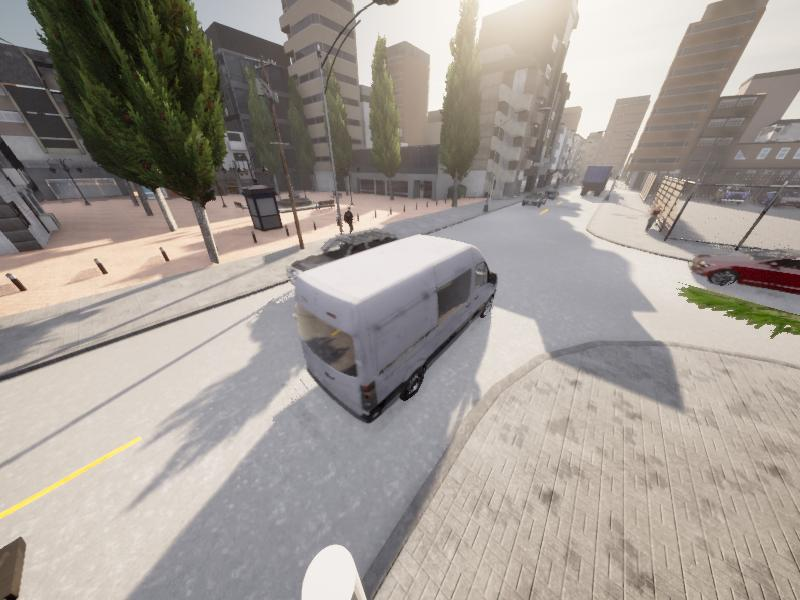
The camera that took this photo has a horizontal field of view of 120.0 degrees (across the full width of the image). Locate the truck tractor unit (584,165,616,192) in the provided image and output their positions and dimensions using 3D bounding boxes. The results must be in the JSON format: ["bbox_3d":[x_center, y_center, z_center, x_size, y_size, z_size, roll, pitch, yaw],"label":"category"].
[{"bbox_3d":[38.274,-23.305,44.146,3.053,4.208,6.516,23,37,34],"label":"truck tractor unit"}]

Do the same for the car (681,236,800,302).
[{"bbox_3d":[13.825,-1.072,8.388,4.193,1.474,1.816,23,37,34],"label":"car"}]

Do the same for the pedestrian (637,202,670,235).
[{"bbox_3d":[16.519,-5.329,15.102,0.751,1.860,0.751,22,37,33],"label":"pedestrian"}]

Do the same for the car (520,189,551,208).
[{"bbox_3d":[16.042,-12.014,27.288,2.007,1.525,4.514,23,37,34],"label":"car"}]

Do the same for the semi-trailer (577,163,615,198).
[{"bbox_3d":[33.188,-20.358,38.849,2.717,4.402,14.254,23,37,34],"label":"semi-trailer"}]

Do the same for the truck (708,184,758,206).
[{"bbox_3d":[40.630,-13.001,28.353,2.069,2.038,4.478,23,37,34],"label":"truck"}]

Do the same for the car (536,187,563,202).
[{"bbox_3d":[20.790,-14.739,32.165,1.994,1.385,4.181,25,38,36],"label":"car"}]

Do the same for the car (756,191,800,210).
[{"bbox_3d":[43.557,-11.395,26.194,2.033,1.415,5.357,23,37,34],"label":"car"}]

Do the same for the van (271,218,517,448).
[{"bbox_3d":[0.624,-0.126,5.688,1.988,2.561,5.915,23,37,34],"label":"van"}]

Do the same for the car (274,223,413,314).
[{"bbox_3d":[-1.769,-1.513,8.754,1.932,1.855,4.605,25,38,37],"label":"car"}]

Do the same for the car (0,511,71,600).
[{"bbox_3d":[-4.529,3.221,0.536,1.905,1.878,3.866,23,37,34],"label":"car"}]

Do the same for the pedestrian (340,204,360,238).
[{"bbox_3d":[-3.097,-4.896,14.368,0.751,1.860,0.751,14,33,22],"label":"pedestrian"}]
